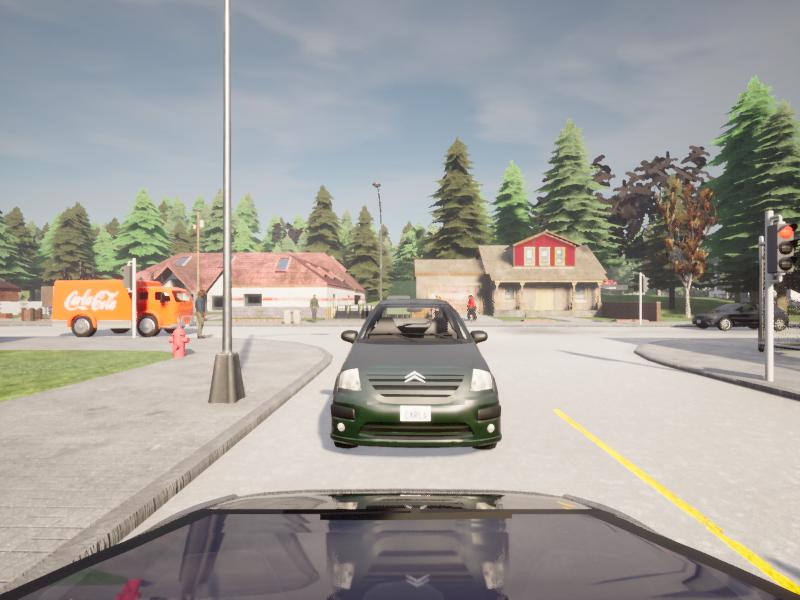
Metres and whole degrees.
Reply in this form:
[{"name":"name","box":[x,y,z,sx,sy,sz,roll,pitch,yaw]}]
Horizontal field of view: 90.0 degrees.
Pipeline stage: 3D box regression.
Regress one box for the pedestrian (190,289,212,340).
[{"name":"pedestrian","box":[-7.594,0.534,15.250,0.751,1.860,0.751,0,0,-28]}]

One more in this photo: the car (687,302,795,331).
[{"name":"car","box":[18.033,0.854,21.315,4.193,1.474,1.816,0,0,1]}]

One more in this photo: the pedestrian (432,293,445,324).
[{"name":"pedestrian","box":[2.339,0.533,24.446,0.751,1.860,0.751,0,0,5]}]

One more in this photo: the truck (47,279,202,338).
[{"name":"truck","box":[-12.132,0.358,17.970,5.204,2.467,2.627,0,0,1]}]

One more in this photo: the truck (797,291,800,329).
[{"name":"truck","box":[25.345,0.542,21.160,6.274,2.098,2.390,0,0,1]}]

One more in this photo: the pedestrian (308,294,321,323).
[{"name":"pedestrian","box":[-5.507,0.533,25.747,0.751,1.860,0.751,0,0,-13]}]

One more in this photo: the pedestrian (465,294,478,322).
[{"name":"pedestrian","box":[4.792,0.533,26.841,0.751,1.860,0.751,0,0,3]}]

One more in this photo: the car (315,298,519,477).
[{"name":"car","box":[0.190,0.788,5.622,1.851,1.617,3.988,0,0,1]}]
